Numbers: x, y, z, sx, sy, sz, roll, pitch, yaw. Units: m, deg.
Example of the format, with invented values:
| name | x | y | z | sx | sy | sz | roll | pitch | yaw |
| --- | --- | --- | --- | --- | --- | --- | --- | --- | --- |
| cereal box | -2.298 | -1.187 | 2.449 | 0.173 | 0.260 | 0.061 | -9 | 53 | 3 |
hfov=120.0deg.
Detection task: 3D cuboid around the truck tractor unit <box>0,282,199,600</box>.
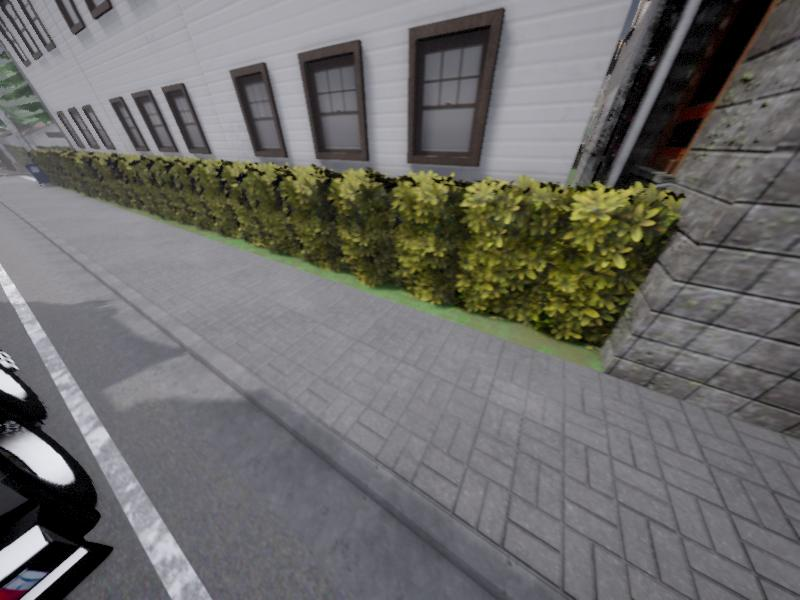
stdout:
| name | x | y | z | sx | sy | sz | roll | pitch | yaw |
| --- | --- | --- | --- | --- | --- | --- | --- | --- | --- |
| truck tractor unit | -5.134 | -0.278 | 0.739 | 6.516 | 4.208 | 3.053 | 17 | 38 | 23 |
